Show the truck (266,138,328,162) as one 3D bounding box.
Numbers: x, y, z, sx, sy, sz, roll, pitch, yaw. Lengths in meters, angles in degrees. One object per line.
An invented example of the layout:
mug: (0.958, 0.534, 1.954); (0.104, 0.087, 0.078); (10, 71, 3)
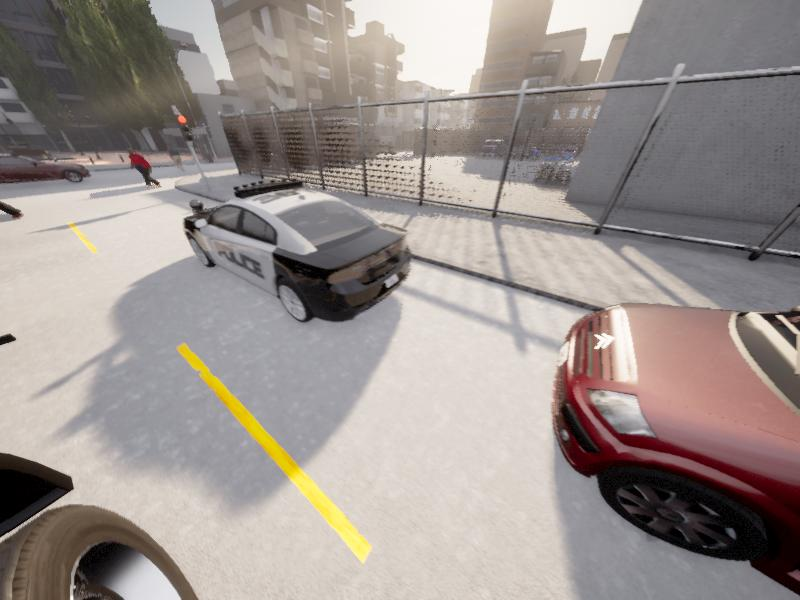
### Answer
truck: (-11.961, -17.969, 27.479); (2.390, 2.098, 6.274); (22, 40, 27)

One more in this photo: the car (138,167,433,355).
car: (-2.248, -1.286, 4.291); (5.238, 1.638, 1.930); (22, 40, 27)

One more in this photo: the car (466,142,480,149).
car: (21.272, -44.953, 67.082); (2.152, 1.651, 5.027); (22, 41, 28)

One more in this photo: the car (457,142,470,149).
car: (17.013, -41.458, 62.040); (1.970, 1.475, 3.806); (22, 41, 28)

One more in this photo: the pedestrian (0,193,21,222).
pedestrian: (-12.733, -3.313, 6.845); (0.751, 1.860, 0.751); (23, 41, 29)

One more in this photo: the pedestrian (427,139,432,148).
pedestrian: (7.322, -38.541, 56.810); (0.751, 1.860, 0.751); (17, 38, 22)

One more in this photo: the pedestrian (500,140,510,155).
pedestrian: (15.781, -22.977, 34.804); (0.751, 1.860, 0.751); (23, 41, 28)

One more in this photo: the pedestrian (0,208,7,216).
pedestrian: (-13.801, -3.480, 7.073); (0.751, 1.860, 0.751); (8, 36, 11)

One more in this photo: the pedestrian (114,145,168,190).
pedestrian: (-12.654, -6.499, 11.362); (0.751, 1.860, 0.751); (2, 35, 3)

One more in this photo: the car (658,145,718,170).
car: (26.752, -13.491, 21.713); (2.242, 1.667, 4.611); (22, 41, 28)

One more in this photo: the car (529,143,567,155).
car: (24.470, -25.032, 38.318); (4.902, 1.511, 2.128); (21, 40, 27)

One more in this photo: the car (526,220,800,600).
car: (3.209, 0.984, 1.146); (3.988, 1.617, 1.851); (22, 40, 27)

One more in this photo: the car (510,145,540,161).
car: (15.614, -18.422, 28.833); (2.033, 1.415, 5.357); (22, 41, 28)

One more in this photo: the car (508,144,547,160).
car: (15.710, -18.330, 28.579); (3.705, 1.547, 1.789); (22, 41, 28)

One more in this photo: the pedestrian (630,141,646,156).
pedestrian: (35.692, -22.735, 34.629); (0.751, 1.860, 0.751); (-11, 37, -15)

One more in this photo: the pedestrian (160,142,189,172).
pedestrian: (-16.713, -10.616, 17.172); (0.751, 1.860, 0.751); (25, 42, 30)

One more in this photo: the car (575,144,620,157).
car: (29.924, -22.783, 35.188); (4.892, 1.490, 1.837); (21, 40, 27)

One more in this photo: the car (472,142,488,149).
car: (21.244, -40.915, 61.293); (2.033, 1.411, 5.357); (22, 41, 28)

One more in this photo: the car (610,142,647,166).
car: (23.371, -15.120, 23.812); (1.905, 1.878, 3.866); (22, 41, 28)

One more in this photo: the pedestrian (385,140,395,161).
pedestrian: (-1.024, -15.889, 24.610); (0.751, 1.860, 0.751); (13, 37, 17)

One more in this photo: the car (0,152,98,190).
car: (-20.127, -6.870, 12.232); (1.812, 1.442, 4.674); (22, 41, 28)

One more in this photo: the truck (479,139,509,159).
truck: (12.455, -20.068, 30.600); (2.069, 2.038, 4.478); (22, 41, 28)

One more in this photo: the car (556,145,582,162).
car: (19.694, -17.115, 26.906); (1.845, 1.501, 3.633); (22, 41, 28)
